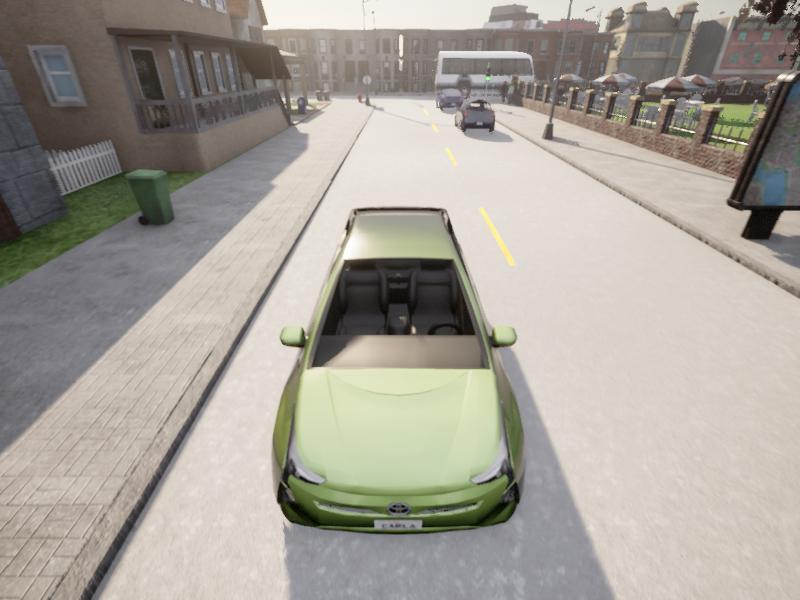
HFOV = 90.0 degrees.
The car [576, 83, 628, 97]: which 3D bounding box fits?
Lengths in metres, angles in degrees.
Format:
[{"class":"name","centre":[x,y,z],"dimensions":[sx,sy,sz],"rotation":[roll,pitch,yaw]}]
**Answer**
[{"class":"car","centre":[22.691,-23.652,45.126],"dimensions":[4.718,1.301,1.895],"rotation":[0,30,0]}]

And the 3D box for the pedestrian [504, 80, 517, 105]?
[{"class":"pedestrian","centre":[9.531,-17.925,34.504],"dimensions":[0.751,1.860,0.751],"rotation":[2,30,3]}]

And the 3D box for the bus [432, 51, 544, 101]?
[{"class":"bus","centre":[8.665,-22.980,41.039],"dimensions":[10.273,4.253,3.944],"rotation":[0,30,0]}]

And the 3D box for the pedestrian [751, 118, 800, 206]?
[{"class":"pedestrian","centre":[9.343,-3.241,9.438],"dimensions":[0.751,1.860,0.751],"rotation":[0,30,0]}]

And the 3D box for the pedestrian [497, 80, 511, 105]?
[{"class":"pedestrian","centre":[8.876,-17.764,34.230],"dimensions":[0.751,1.860,0.751],"rotation":[-1,30,-1]}]

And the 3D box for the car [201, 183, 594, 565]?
[{"class":"car","centre":[-0.014,0.062,4.376],"dimensions":[2.007,1.525,4.514],"rotation":[0,30,0]}]

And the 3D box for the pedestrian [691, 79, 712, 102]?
[{"class":"pedestrian","centre":[28.079,-19.534,37.281],"dimensions":[0.751,1.860,0.751],"rotation":[-2,30,-3]}]

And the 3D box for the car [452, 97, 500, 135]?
[{"class":"car","centre":[3.981,-9.977,21.524],"dimensions":[1.845,1.501,3.633],"rotation":[0,30,0]}]

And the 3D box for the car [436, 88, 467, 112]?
[{"class":"car","centre":[3.986,-15.948,31.809],"dimensions":[1.812,1.442,4.674],"rotation":[0,30,0]}]

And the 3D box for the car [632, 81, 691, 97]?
[{"class":"car","centre":[29.402,-23.771,45.094],"dimensions":[5.008,1.535,1.882],"rotation":[0,30,0]}]

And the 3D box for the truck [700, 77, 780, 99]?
[{"class":"truck","centre":[38.137,-23.924,45.038],"dimensions":[6.274,2.098,2.390],"rotation":[0,30,0]}]
